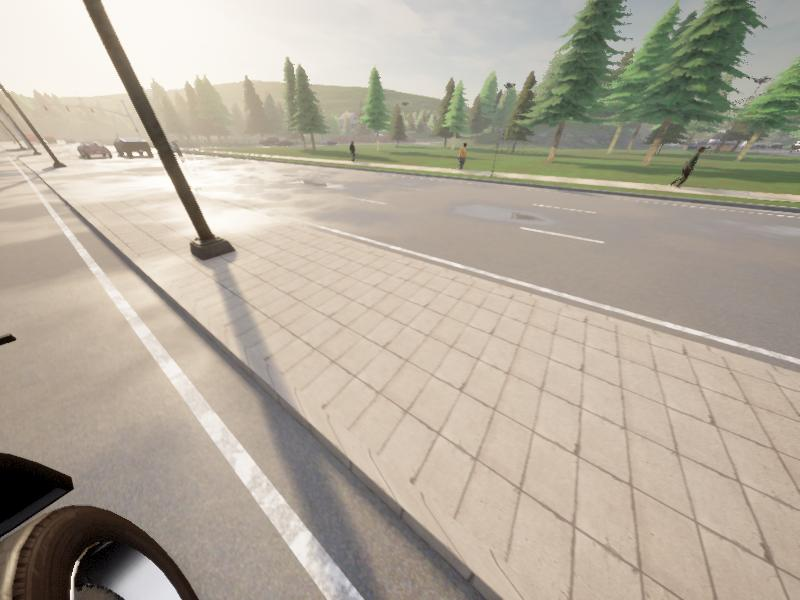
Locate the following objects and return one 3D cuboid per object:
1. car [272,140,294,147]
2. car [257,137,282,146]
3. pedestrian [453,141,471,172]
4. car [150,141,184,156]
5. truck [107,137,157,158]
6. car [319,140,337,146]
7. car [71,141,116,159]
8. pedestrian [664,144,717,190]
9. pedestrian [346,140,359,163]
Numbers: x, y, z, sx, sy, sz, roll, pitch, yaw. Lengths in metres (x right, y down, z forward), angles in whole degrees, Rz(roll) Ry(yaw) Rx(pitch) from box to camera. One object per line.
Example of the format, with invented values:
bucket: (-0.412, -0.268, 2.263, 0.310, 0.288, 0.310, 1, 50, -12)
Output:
car: (-31.182, -41.921, 61.769, 1.837, 1.490, 4.892, 22, 41, 28)
car: (-36.723, -44.634, 65.100, 2.150, 2.045, 5.566, 22, 41, 28)
pedestrian: (4.524, -10.463, 16.865, 0.751, 1.860, 0.751, 23, 41, 29)
car: (-32.691, -21.283, 32.403, 3.988, 1.617, 1.851, 22, 41, 28)
truck: (-34.737, -19.856, 29.935, 6.274, 2.098, 2.390, 22, 41, 27)
car: (-21.213, -46.482, 68.374, 2.128, 1.511, 4.902, 22, 41, 28)
car: (-37.054, -18.139, 27.894, 5.027, 1.651, 2.152, 22, 41, 28)
pedestrian: (14.097, -6.481, 11.304, 0.751, 1.860, 0.751, 24, 41, 29)
pedestrian: (-4.538, -14.234, 22.132, 0.751, 1.860, 0.751, 23, 41, 28)
